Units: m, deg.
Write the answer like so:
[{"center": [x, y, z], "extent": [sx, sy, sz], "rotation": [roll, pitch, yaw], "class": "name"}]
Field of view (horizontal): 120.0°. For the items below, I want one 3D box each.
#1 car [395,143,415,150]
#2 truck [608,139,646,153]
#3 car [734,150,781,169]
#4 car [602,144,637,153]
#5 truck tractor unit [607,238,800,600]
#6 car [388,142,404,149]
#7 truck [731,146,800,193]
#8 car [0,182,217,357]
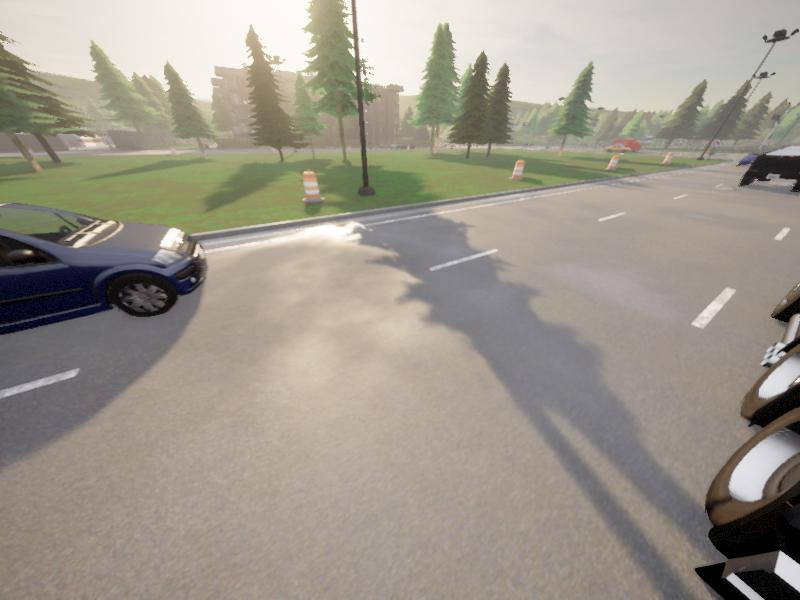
[{"center": [1.271, -38.896, 58.567], "extent": [4.718, 1.301, 1.895], "rotation": [-19, 39, -25], "class": "car"}, {"center": [52.635, -35.758, 53.638], "extent": [2.627, 2.467, 5.204], "rotation": [-18, 39, -25], "class": "truck"}, {"center": [38.766, -15.282, 25.030], "extent": [4.193, 1.474, 1.816], "rotation": [-19, 39, -25], "class": "car"}, {"center": [49.619, -34.373, 52.432], "extent": [1.801, 1.575, 5.366], "rotation": [-18, 39, -25], "class": "car"}, {"center": [5.063, -0.346, 0.845], "extent": [6.516, 4.208, 3.053], "rotation": [-20, 40, -26], "class": "truck tractor unit"}, {"center": [-1.025, -40.567, 60.702], "extent": [3.633, 1.501, 1.845], "rotation": [-19, 39, -25], "class": "car"}, {"center": [23.647, -7.990, 13.870], "extent": [6.274, 2.098, 2.390], "rotation": [-16, 37, -22], "class": "truck"}, {"center": [-5.305, -0.465, 3.194], "extent": [3.988, 1.617, 1.851], "rotation": [-19, 39, -25], "class": "car"}]
